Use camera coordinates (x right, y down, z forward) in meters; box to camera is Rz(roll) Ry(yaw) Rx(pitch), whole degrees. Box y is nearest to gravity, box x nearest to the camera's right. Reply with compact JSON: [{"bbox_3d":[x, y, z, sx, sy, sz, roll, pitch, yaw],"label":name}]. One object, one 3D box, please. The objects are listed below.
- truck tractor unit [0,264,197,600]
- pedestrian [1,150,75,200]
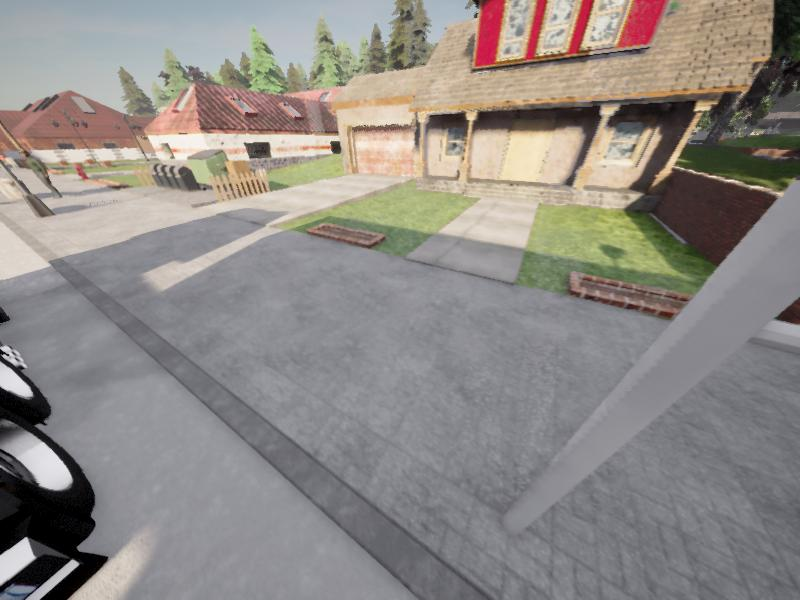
[{"bbox_3d":[-5.111,-0.300,0.782,6.516,4.208,3.053,18,39,24],"label":"truck tractor unit"},{"bbox_3d":[-15.875,-5.521,10.209,0.751,1.860,0.751,9,36,13],"label":"pedestrian"}]
